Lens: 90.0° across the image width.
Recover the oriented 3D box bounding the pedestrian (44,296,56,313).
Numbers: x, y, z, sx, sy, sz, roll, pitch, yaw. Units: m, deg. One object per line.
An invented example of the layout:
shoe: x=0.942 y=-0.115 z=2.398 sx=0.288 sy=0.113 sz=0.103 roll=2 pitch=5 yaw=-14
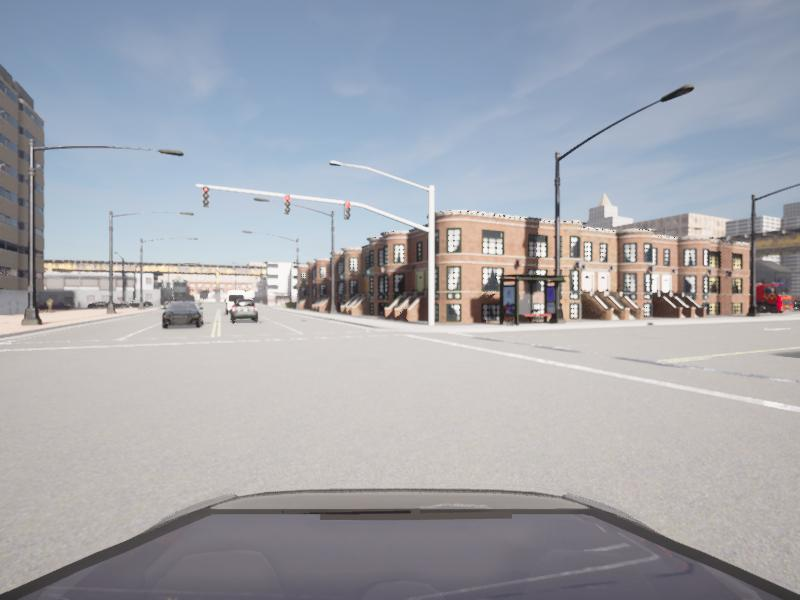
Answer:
pedestrian: x=-38.443 y=0.535 z=43.937 sx=0.751 sy=1.860 sz=0.751 roll=0 pitch=0 yaw=-10

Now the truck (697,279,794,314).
truck: x=41.213 y=-0.346 z=48.178 sx=2.891 sy=3.827 sz=8.468 roll=0 pitch=0 yaw=-24

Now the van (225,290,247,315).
van: x=-18.147 y=0.286 z=44.146 sx=1.988 sy=2.561 sz=5.915 roll=0 pitch=0 yaw=-24

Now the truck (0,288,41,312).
truck: x=-64.037 y=-0.015 z=64.612 sx=8.468 sy=3.827 sz=2.891 roll=-1 pitch=1 yaw=-26

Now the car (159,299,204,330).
car: x=-12.712 y=0.751 z=23.554 sx=1.930 sy=1.638 sz=5.238 roll=0 pitch=0 yaw=-24

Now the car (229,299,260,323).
car: x=-11.347 y=0.764 z=29.032 sx=1.851 sy=1.617 sz=3.988 roll=0 pitch=0 yaw=-24
